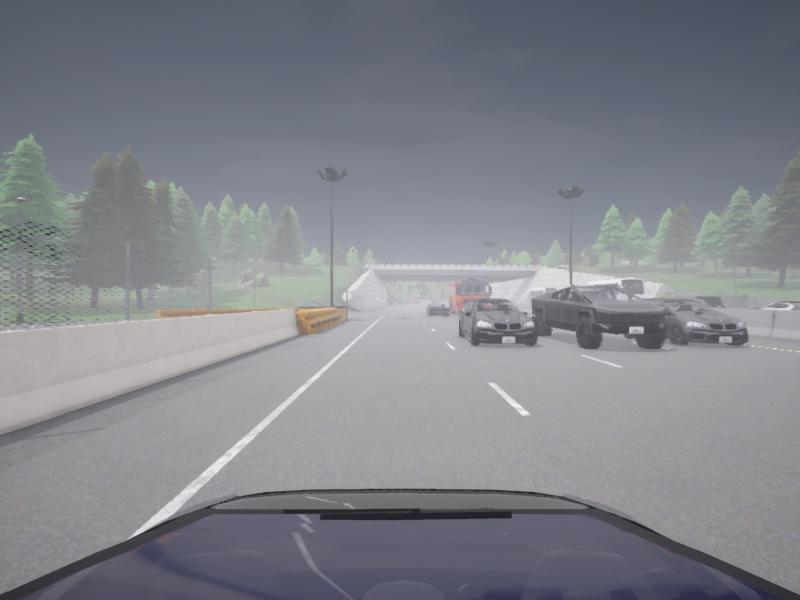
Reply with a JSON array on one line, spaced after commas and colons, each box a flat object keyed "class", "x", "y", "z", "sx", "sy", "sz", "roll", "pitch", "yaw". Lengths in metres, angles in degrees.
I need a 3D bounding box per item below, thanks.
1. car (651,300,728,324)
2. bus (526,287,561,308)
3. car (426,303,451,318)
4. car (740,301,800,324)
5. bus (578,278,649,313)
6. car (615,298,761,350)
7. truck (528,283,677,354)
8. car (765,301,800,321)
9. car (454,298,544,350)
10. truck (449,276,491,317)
[{"class": "car", "x": 21.001, "y": 0.817, "z": 29.367, "sx": 1.801, "sy": 1.575, "sz": 5.366, "roll": 0, "pitch": 0, "yaw": 0}, {"class": "bus", "x": 31.381, "y": -0.492, "z": 88.115, "sx": 3.944, "sy": 4.253, "sz": 10.273, "roll": 0, "pitch": 0, "yaw": 0}, {"class": "car", "x": 3.499, "y": 0.964, "z": 37.547, "sx": 1.895, "sy": 1.301, "sz": 4.718, "roll": 0, "pitch": 0, "yaw": 0}, {"class": "car", "x": 28.001, "y": 0.841, "z": 29.282, "sx": 2.038, "sy": 1.542, "sz": 4.974, "roll": 0, "pitch": 0, "yaw": 0}, {"class": "bus", "x": 27.880, "y": -0.506, "z": 53.108, "sx": 3.944, "sy": 4.253, "sz": 10.273, "roll": 0, "pitch": 0, "yaw": 0}, {"class": "car", "x": 10.503, "y": 0.764, "z": 15.175, "sx": 2.242, "sy": 1.667, "sz": 4.611, "roll": 0, "pitch": 0, "yaw": 0}, {"class": "truck", "x": 7.000, "y": 0.550, "z": 14.953, "sx": 2.390, "sy": 2.098, "sz": 6.274, "roll": 0, "pitch": 0, "yaw": 0}, {"class": "car", "x": 31.501, "y": 0.845, "z": 31.144, "sx": 2.007, "sy": 1.525, "sz": 4.514, "roll": 0, "pitch": 0, "yaw": 0}, {"class": "car", "x": 3.499, "y": 0.764, "z": 15.144, "sx": 2.242, "sy": 1.667, "sz": 4.611, "roll": 0, "pitch": 0, "yaw": 0}, {"class": "truck", "x": 6.996, "y": -0.299, "z": 41.364, "sx": 2.891, "sy": 3.827, "sz": 8.468, "roll": 0, "pitch": 0, "yaw": 0}]
